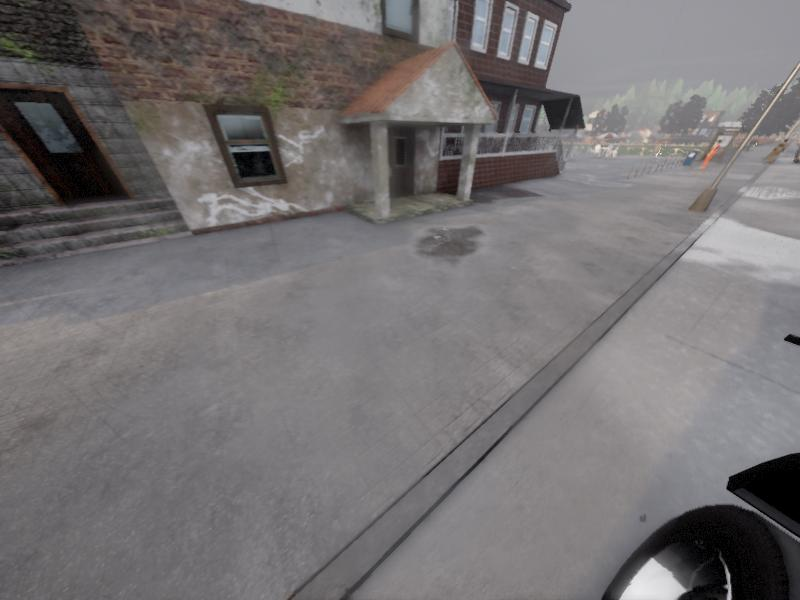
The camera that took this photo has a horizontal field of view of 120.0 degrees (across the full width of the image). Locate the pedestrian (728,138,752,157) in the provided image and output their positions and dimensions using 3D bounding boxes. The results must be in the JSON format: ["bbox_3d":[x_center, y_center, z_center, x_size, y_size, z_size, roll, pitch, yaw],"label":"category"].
[{"bbox_3d":[40.144,-18.041,27.290,0.751,1.860,0.751,-24,42,-30],"label":"pedestrian"}]

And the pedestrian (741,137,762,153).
[{"bbox_3d":[50.254,-22.153,33.033,0.751,1.860,0.751,-18,39,-23],"label":"pedestrian"}]

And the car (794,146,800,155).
[{"bbox_3d":[56.483,-20.802,31.699,5.357,1.411,2.033,-22,41,-28],"label":"car"}]

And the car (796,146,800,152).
[{"bbox_3d":[65.017,-24.367,36.591,4.892,1.490,1.837,-23,41,-28],"label":"car"}]

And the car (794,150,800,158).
[{"bbox_3d":[49.406,-17.914,27.583,4.892,1.490,1.837,-22,41,-28],"label":"car"}]

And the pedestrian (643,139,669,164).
[{"bbox_3d":[23.643,-13.740,21.371,0.751,1.860,0.751,15,38,20],"label":"pedestrian"}]

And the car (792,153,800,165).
[{"bbox_3d":[39.042,-13.551,21.656,4.718,1.301,1.895,-22,41,-28],"label":"car"}]

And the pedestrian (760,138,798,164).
[{"bbox_3d":[33.909,-13.347,20.695,0.751,1.860,0.751,-11,37,-14],"label":"pedestrian"}]

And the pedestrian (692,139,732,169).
[{"bbox_3d":[23.290,-10.889,17.297,0.751,1.860,0.751,-4,35,-6],"label":"pedestrian"}]
